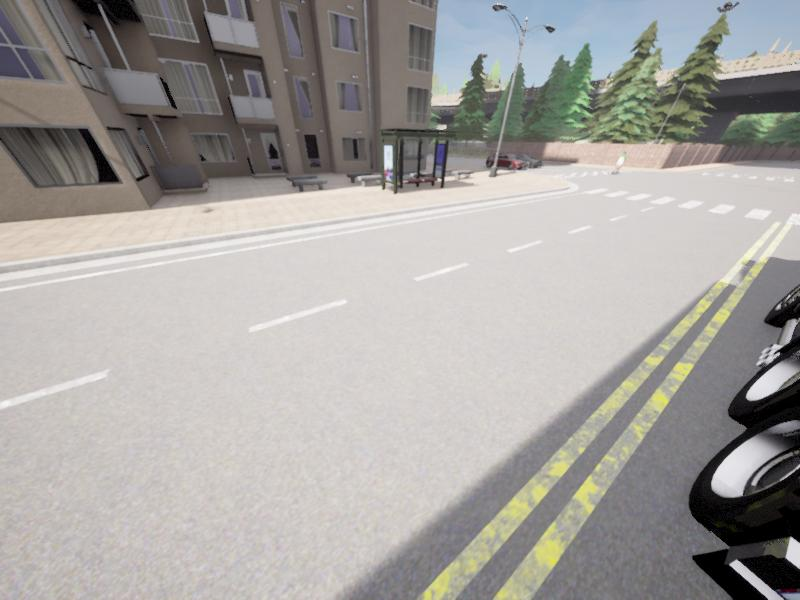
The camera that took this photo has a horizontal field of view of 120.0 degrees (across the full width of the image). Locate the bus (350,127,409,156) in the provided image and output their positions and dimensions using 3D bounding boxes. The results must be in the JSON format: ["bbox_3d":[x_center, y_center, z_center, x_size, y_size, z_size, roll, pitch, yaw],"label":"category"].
[{"bbox_3d":[-3.876,-30.102,43.938,10.273,4.253,3.944,15,36,20],"label":"bus"}]

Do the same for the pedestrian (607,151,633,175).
[{"bbox_3d":[19.940,-12.438,20.971,0.751,1.860,0.751,-16,38,-23],"label":"pedestrian"}]

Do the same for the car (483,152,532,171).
[{"bbox_3d":[11.125,-14.563,24.207,1.816,1.474,4.193,-19,39,-27],"label":"car"}]

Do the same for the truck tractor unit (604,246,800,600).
[{"bbox_3d":[5.143,-0.247,0.867,6.516,4.208,3.053,-17,41,-27],"label":"truck tractor unit"}]

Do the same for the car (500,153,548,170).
[{"bbox_3d":[13.859,-15.730,26.069,1.994,1.385,4.181,-20,40,-27],"label":"car"}]
